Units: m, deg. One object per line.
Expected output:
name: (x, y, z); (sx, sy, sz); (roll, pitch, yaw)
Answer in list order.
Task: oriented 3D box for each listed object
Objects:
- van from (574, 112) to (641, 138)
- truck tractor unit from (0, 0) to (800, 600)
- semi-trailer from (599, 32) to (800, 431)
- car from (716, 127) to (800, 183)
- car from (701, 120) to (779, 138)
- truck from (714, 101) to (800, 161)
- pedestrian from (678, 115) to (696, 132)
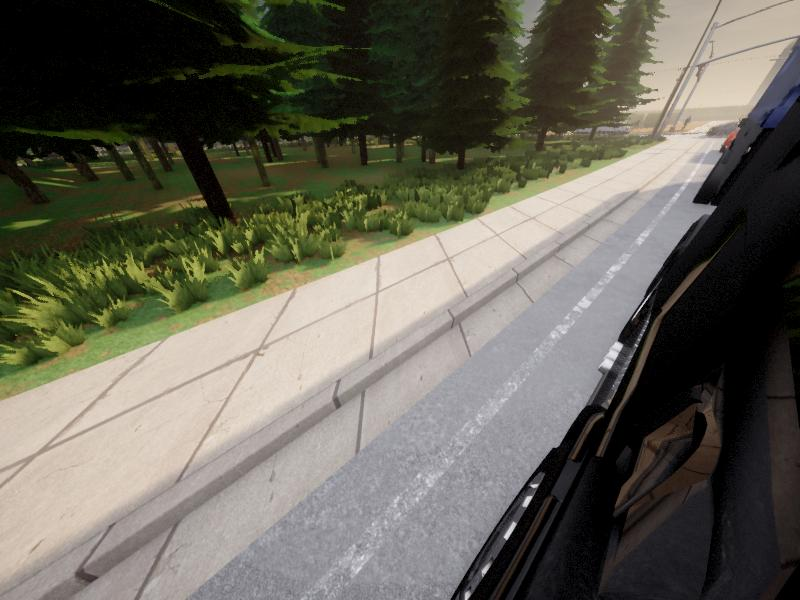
van: (27.612, -23.374, 31.077); (1.988, 2.561, 5.915); (-29, 44, -30)
truck tractor unit: (2.645, -0.295, 0.351); (6.516, 4.208, 3.053); (-28, 44, -30)
semi-trailer: (8.645, -3.642, 4.278); (14.254, 4.402, 2.717); (-29, 44, -30)
car: (15.883, -6.352, 9.891); (4.902, 1.511, 2.128); (-29, 44, -30)
car: (36.272, -18.410, 24.856); (4.181, 1.385, 1.994); (15, 40, 22)
truck: (21.379, -9.913, 13.484); (5.204, 2.467, 2.627); (-30, 44, -31)
pedestrian: (40.192, -24.768, 32.387); (0.751, 1.860, 0.751); (17, 41, 24)
